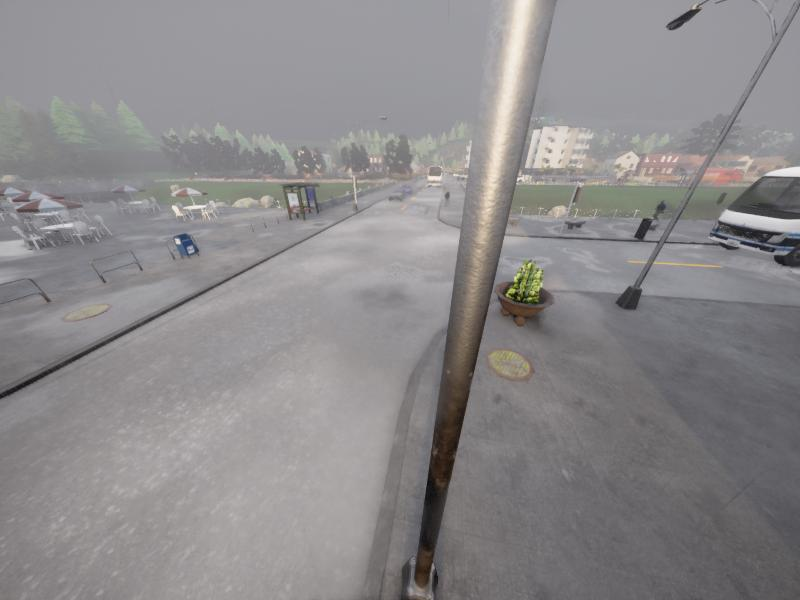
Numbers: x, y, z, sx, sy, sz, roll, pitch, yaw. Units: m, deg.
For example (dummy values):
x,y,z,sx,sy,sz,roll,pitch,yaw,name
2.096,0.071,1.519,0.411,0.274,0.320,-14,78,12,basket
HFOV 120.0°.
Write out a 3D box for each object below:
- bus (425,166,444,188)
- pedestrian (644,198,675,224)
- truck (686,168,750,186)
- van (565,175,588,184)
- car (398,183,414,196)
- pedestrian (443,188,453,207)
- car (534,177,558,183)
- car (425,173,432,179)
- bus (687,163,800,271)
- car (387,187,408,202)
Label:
x,y,z,sx,sy,sz,roll,pitch,yaw,name
8.498,-29.925,55.784,3.944,4.253,10.273,5,30,9,bus
20.711,-7.137,18.486,0.751,1.860,0.751,5,30,9,pedestrian
77.418,-30.105,56.523,8.468,3.827,2.891,5,30,9,truck
49.429,-33.814,64.791,4.442,1.987,1.775,5,30,9,van
1.083,-18.878,39.384,2.007,1.525,4.514,5,30,9,car
5.387,-11.572,26.122,0.751,1.860,0.751,17,34,26,pedestrian
41.605,-34.355,66.076,5.238,1.638,1.930,5,30,9,car
11.106,-47.546,88.525,2.150,2.045,5.566,5,30,9,car
22.168,-3.804,10.550,10.273,4.253,3.944,5,30,8,bus
-0.263,-14.968,32.743,2.033,1.411,5.357,5,30,9,car
